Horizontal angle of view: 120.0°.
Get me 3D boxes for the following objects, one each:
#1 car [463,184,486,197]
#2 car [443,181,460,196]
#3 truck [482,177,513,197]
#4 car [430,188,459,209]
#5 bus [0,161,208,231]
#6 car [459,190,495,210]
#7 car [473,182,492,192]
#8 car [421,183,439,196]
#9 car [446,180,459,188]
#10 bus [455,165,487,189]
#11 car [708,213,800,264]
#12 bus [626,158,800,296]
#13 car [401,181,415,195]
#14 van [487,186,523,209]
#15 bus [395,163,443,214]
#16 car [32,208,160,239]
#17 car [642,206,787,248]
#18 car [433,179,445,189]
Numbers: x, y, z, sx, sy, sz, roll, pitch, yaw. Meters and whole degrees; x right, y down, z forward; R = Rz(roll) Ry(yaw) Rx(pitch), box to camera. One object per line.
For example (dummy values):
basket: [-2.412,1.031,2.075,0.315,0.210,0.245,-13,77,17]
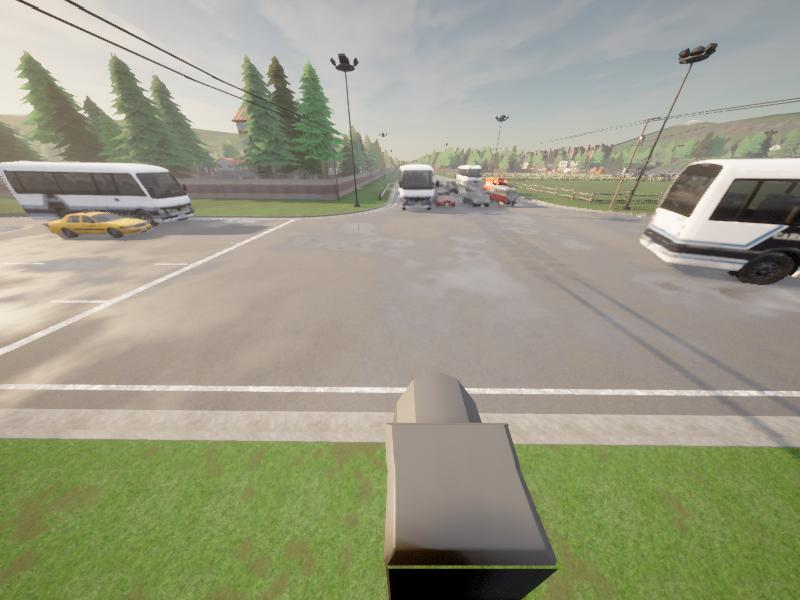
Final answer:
car: [11.815,-17.699,37.145,2.128,1.511,4.902,0,30,0]
car: [8.317,-18.149,37.552,1.905,1.878,3.866,0,30,0]
truck: [15.314,-17.992,36.694,2.627,2.467,5.204,0,30,0]
car: [4.997,-11.888,26.926,2.242,1.667,4.611,-2,30,-3]
bus: [-22.102,-8.036,17.658,10.273,4.253,3.944,1,30,0]
car: [8.640,-11.581,26.583,2.163,1.488,4.792,-3,30,-4]
car: [15.347,-21.159,43.286,1.994,1.385,4.181,0,30,0]
car: [4.805,-18.117,37.763,2.152,1.651,5.027,0,30,0]
car: [11.888,-26.372,52.387,1.895,1.301,4.718,0,30,0]
bus: [15.508,-27.740,51.800,3.944,4.253,10.273,0,30,0]
car: [19.017,-3.016,11.340,3.866,1.878,1.905,12,32,20]
bus: [16.352,-2.640,8.323,10.273,4.253,3.944,14,34,22]
car: [1.328,-19.500,40.099,2.242,1.667,4.611,0,31,0]
van: [12.039,-12.071,26.924,1.775,1.987,4.442,-2,30,-3]
bus: [1.600,-12.871,26.046,3.944,4.253,10.273,-2,30,-2]
car: [-19.677,-5.050,15.172,5.366,1.575,1.801,0,30,1]
car: [18.913,-4.639,14.370,4.611,1.667,2.242,12,33,20]
car: [8.374,-25.046,49.850,1.882,1.535,5.008,0,30,0]
